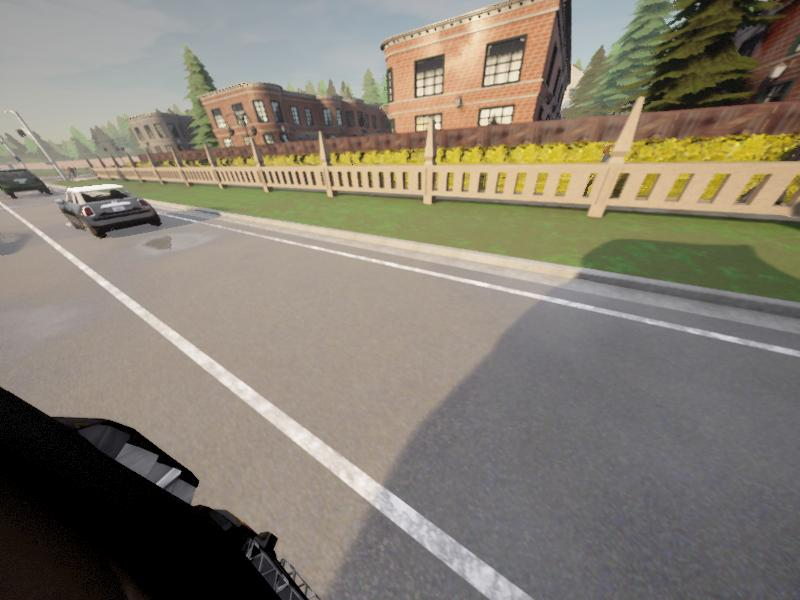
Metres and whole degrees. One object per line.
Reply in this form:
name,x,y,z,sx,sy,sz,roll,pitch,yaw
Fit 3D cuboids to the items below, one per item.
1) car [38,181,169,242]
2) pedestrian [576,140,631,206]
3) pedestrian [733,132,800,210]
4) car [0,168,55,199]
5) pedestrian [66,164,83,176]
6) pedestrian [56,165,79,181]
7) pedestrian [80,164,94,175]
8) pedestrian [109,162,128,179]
car,-11.177,-3.512,8.764,3.806,1.475,1.970,16,38,27
pedestrian,6.811,-4.272,7.841,0.751,1.860,0.751,16,38,26
pedestrian,10.952,-3.653,6.589,0.751,1.860,0.751,17,38,27
car,-32.767,-10.120,19.872,5.566,2.045,2.150,17,38,26
pedestrian,-60.465,-24.113,42.922,0.751,1.860,0.751,3,34,9
pedestrian,-45.254,-17.269,31.444,0.751,1.860,0.751,9,35,17
pedestrian,-61.237,-25.596,45.219,0.751,1.860,0.751,18,39,28
pedestrian,-38.223,-17.579,31.363,0.751,1.860,0.751,15,38,25
